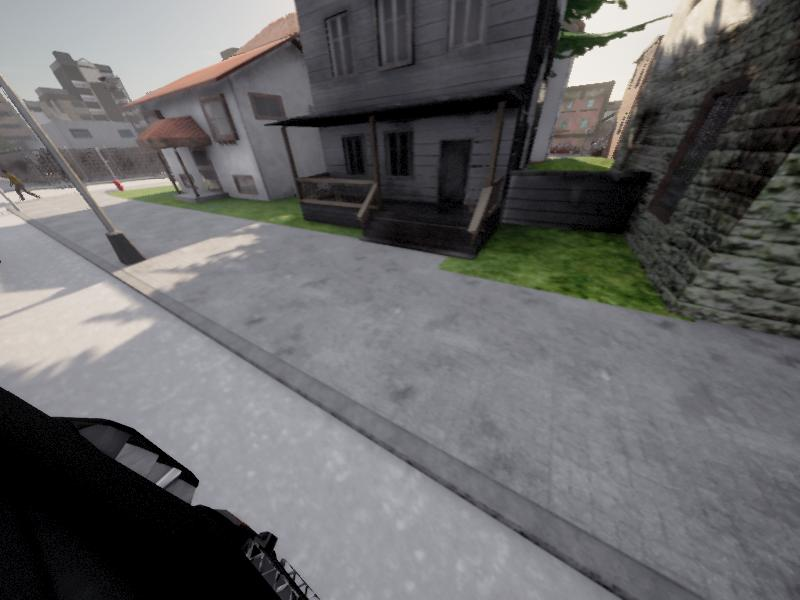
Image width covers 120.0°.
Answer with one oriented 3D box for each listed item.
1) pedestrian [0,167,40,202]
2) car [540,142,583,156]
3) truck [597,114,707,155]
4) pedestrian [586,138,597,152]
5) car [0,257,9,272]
[{"bbox_3d":[-23.913,-7.197,14.394,0.751,1.860,0.751,17,38,27],"label":"pedestrian"},{"bbox_3d":[24.124,-22.673,34.727,5.008,1.535,1.882,16,38,26],"label":"car"},{"bbox_3d":[31.961,-21.339,30.141,8.468,3.827,2.891,16,38,26],"label":"truck"},{"bbox_3d":[30.209,-24.446,36.436,0.751,1.860,0.751,16,38,26],"label":"pedestrian"},{"bbox_3d":[-12.233,-1.526,5.644,5.008,1.535,1.882,16,38,26],"label":"car"}]
